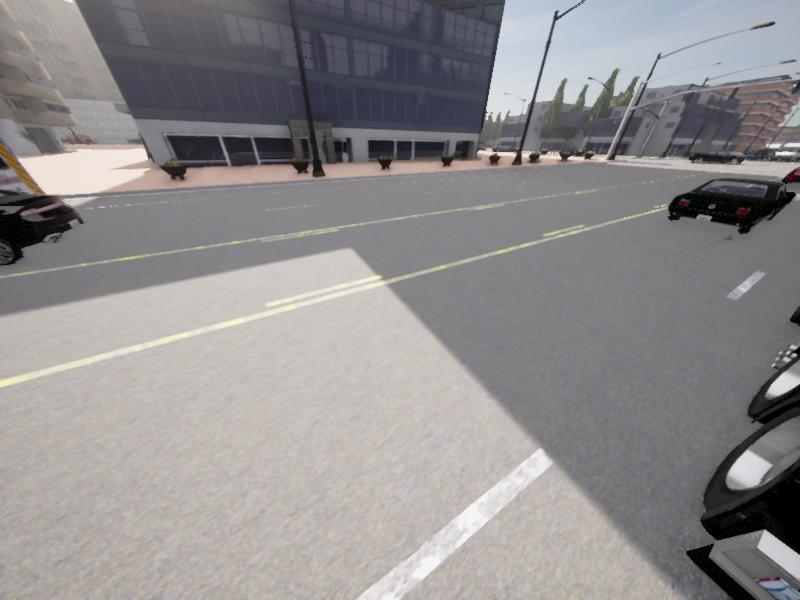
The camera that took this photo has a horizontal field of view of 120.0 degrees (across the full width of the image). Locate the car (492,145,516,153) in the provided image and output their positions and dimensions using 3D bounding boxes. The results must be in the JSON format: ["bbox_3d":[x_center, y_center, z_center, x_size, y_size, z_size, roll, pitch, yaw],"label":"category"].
[{"bbox_3d":[25.489,-37.174,56.745,2.033,1.411,5.357,-13,37,-20],"label":"car"}]

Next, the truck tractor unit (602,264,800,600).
[{"bbox_3d":[5.110,-0.302,0.783,6.516,4.208,3.053,-18,39,-24],"label":"truck tractor unit"}]

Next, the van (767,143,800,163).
[{"bbox_3d":[63.180,-23.954,37.534,5.915,2.561,1.988,-17,38,-24],"label":"van"}]

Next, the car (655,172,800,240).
[{"bbox_3d":[11.281,-3.354,7.792,4.718,1.301,1.895,-17,38,-23],"label":"car"}]

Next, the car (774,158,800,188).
[{"bbox_3d":[25.856,-7.893,14.297,4.193,1.474,1.816,-17,38,-23],"label":"car"}]

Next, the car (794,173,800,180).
[{"bbox_3d":[31.908,-9.788,16.970,5.238,1.638,1.930,-17,38,-23],"label":"car"}]

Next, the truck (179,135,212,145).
[{"bbox_3d":[-56.253,-44.244,63.838,6.274,2.098,2.390,-15,38,-23],"label":"truck"}]

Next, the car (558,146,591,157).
[{"bbox_3d":[31.145,-26.555,41.359,1.816,1.474,4.193,-16,38,-23],"label":"car"}]

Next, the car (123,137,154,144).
[{"bbox_3d":[-64.599,-39.418,57.237,4.718,1.301,1.895,-15,38,-23],"label":"car"}]

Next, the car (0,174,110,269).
[{"bbox_3d":[-10.172,-1.418,4.631,4.902,1.511,2.128,-17,38,-23],"label":"car"}]

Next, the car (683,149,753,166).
[{"bbox_3d":[41.067,-18.633,30.094,5.008,1.535,1.882,23,40,28],"label":"car"}]

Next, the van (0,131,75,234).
[{"bbox_3d":[-14.301,-2.805,5.783,6.366,2.431,2.351,-17,38,-23],"label":"van"}]
